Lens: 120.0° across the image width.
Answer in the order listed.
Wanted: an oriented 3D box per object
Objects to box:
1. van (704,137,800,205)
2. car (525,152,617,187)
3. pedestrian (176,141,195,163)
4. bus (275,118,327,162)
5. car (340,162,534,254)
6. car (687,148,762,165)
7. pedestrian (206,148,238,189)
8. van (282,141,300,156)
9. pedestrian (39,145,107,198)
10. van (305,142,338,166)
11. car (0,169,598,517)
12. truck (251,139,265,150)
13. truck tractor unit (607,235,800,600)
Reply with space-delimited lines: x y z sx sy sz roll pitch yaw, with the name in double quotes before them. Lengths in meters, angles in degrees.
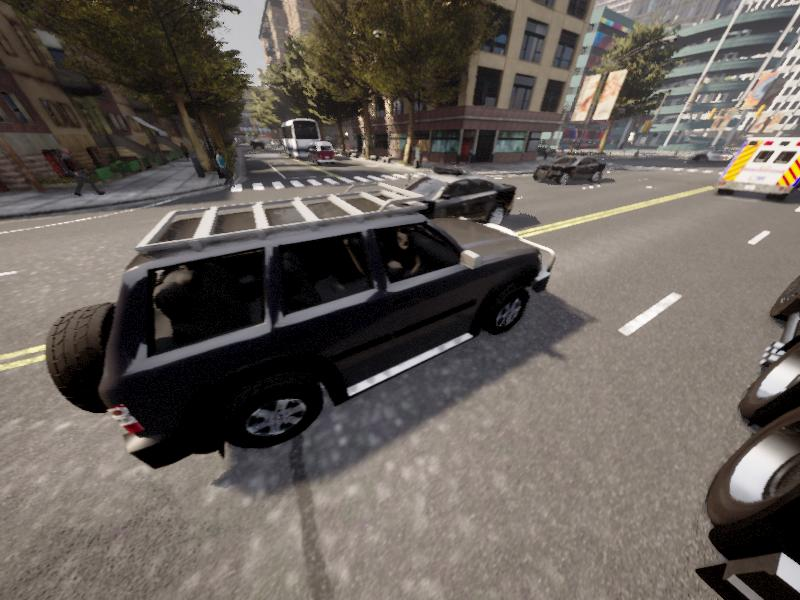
"van" 18.999 -6.685 11.649 6.366 2.431 2.351 -18 39 -24
"car" 11.024 -8.562 14.969 5.238 1.638 1.930 -14 38 -20
"pedestrian" -22.298 -15.391 24.012 0.751 1.860 0.751 -22 40 -28
"bus" -13.854 -22.022 31.835 3.944 4.253 10.273 -18 39 -24
"car" 1.187 -2.989 6.875 5.238 1.638 1.930 -18 39 -24
"car" 39.603 -17.703 28.450 4.974 1.542 2.038 23 41 30
"pedestrian" -9.491 -7.067 12.416 0.751 1.860 0.751 -18 39 -25
"van" -18.726 -26.097 39.635 1.775 1.987 4.442 -18 39 -24
"pedestrian" -13.524 -5.356 9.657 0.751 1.860 0.751 -23 41 -30
"van" -8.515 -15.906 25.019 2.069 2.038 4.480 -18 39 -24
"car" -0.322 -0.300 2.793 4.605 1.855 1.932 -18 39 -24
"truck" -36.884 -40.380 59.919 2.390 2.098 6.274 -18 39 -24
"truck tractor unit" 5.058 -0.351 0.847 6.516 4.208 3.053 -20 40 -26
